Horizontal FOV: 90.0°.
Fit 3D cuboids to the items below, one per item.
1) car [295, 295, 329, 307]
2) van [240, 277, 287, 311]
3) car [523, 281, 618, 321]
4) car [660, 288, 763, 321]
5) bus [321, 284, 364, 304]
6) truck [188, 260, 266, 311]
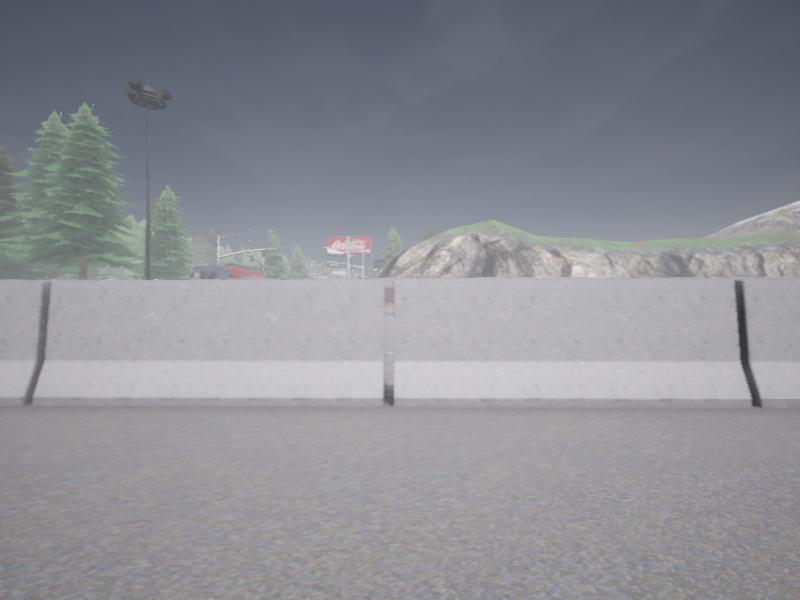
[{"bbox_3d":[-12.120,0.117,55.522,1.882,1.535,5.008,0,0,27],"label":"car"},{"bbox_3d":[-11.283,-0.471,33.530,1.988,2.561,5.915,0,0,0],"label":"van"},{"bbox_3d":[8.290,0.043,19.698,3.866,1.878,1.905,0,0,0],"label":"car"},{"bbox_3d":[15.225,0.210,19.695,3.705,1.549,1.789,0,0,0],"label":"car"},{"bbox_3d":[-12.941,-1.330,91.091,3.944,4.253,10.273,0,0,34],"label":"bus"},{"bbox_3d":[-14.561,-1.111,34.587,2.891,3.827,8.468,0,0,1],"label":"truck"}]
